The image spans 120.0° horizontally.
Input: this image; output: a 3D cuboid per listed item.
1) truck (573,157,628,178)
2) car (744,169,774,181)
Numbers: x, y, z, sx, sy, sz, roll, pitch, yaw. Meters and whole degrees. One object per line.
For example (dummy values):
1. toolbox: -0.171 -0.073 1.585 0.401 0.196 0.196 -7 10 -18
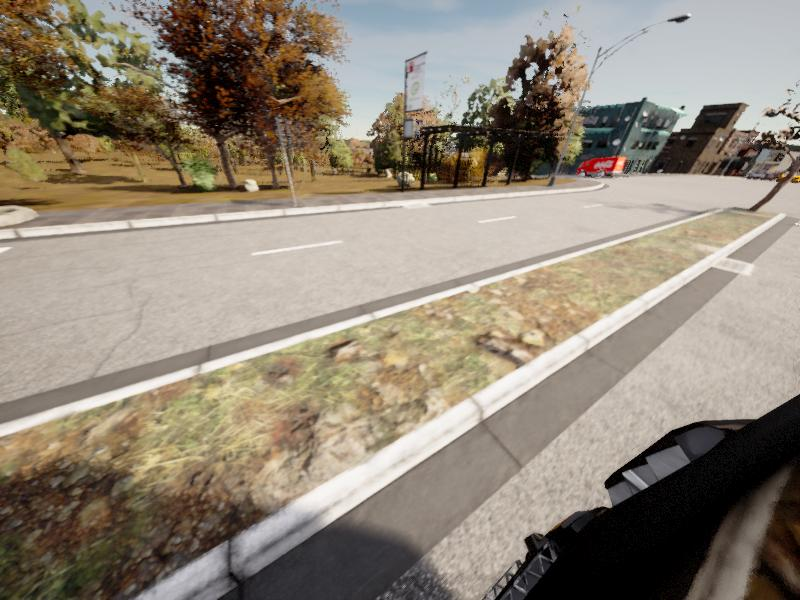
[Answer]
1. truck: 29.897 -19.825 34.748 2.627 2.467 5.204 -15 30 -23
2. car: 58.587 -20.435 37.697 3.633 1.501 1.845 -15 37 -27
